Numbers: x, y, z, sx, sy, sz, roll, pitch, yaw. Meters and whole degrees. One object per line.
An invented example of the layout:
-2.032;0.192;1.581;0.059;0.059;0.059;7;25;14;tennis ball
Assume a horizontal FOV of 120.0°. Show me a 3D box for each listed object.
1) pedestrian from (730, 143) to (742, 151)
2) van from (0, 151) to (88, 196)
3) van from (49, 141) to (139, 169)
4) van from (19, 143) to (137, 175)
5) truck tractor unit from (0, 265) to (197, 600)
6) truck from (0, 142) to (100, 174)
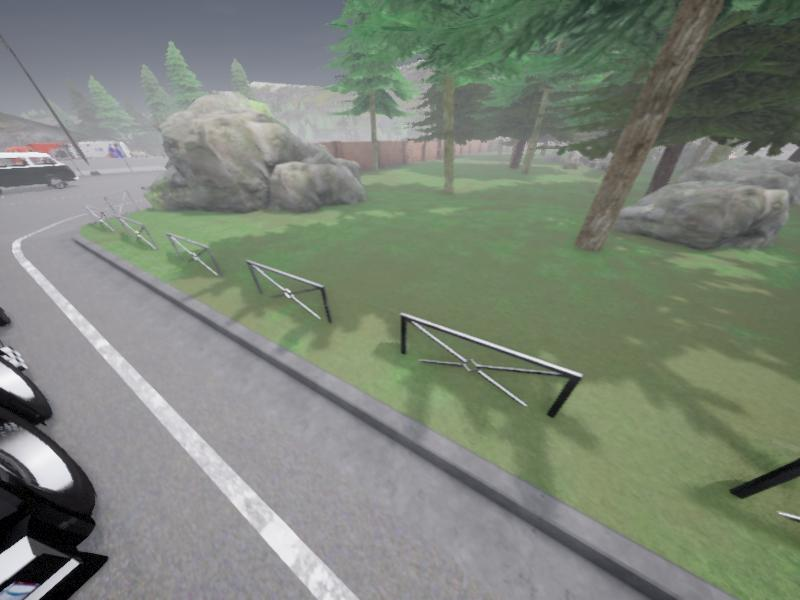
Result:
65.076;-29.623;44.707;0.751;1.300;0.751;-30;44;-35;pedestrian
-23.121;-7.634;13.856;2.069;2.038;4.480;18;39;24;van
-37.181;-17.945;28.430;1.988;2.561;5.915;17;39;24;van
-32.393;-14.635;23.705;2.351;2.431;6.366;17;39;24;van
-5.119;-0.289;0.788;6.516;4.208;3.053;18;39;24;truck tractor unit
-36.210;-14.836;23.991;2.627;2.467;5.204;17;39;24;truck
